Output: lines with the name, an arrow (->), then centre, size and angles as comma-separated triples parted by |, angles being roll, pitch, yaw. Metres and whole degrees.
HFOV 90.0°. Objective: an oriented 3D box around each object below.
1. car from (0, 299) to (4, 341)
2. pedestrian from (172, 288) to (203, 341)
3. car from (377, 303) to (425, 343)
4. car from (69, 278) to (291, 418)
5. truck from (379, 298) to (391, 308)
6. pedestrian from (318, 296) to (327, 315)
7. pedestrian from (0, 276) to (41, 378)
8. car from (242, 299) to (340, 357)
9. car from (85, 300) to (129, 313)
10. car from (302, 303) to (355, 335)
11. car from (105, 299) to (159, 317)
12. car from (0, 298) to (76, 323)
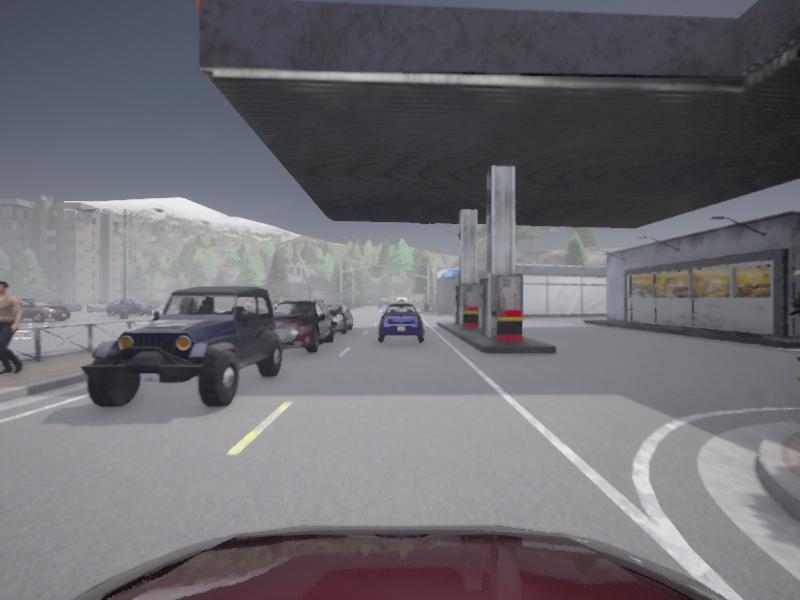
car -> -16.145, 0.715, 13.389 | 3.806, 1.475, 1.970 | 0, 0, 0
pedestrian -> -7.628, 0.500, 14.382 | 0.751, 1.860, 0.751 | 0, 0, -1
car -> 0.048, 0.875, 17.032 | 1.816, 1.474, 4.193 | 0, 0, 0
car -> -3.482, 0.654, 7.304 | 1.905, 1.878, 3.866 | 0, 0, 0
truck -> -3.260, 0.646, 85.794 | 2.390, 2.098, 6.274 | 0, 0, 0
pedestrian -> -7.664, 0.531, 39.526 | 0.751, 1.860, 0.751 | 0, 0, 0
pedestrian -> -7.580, 0.491, 7.655 | 0.751, 1.860, 0.751 | 0, 0, 0
car -> -3.460, 0.794, 13.756 | 2.033, 1.649, 4.856 | 0, 0, 0
car -> -34.953, 0.773, 47.744 | 3.806, 1.475, 1.970 | 0, 0, 0
car -> -3.440, 0.877, 20.079 | 1.970, 1.475, 3.806 | 0, 0, 0
car -> -23.930, 0.698, 35.780 | 3.633, 1.501, 1.845 | 0, 0, 0
car -> -23.946, 0.664, 25.788 | 4.514, 1.523, 2.007 | 0, 0, 0
